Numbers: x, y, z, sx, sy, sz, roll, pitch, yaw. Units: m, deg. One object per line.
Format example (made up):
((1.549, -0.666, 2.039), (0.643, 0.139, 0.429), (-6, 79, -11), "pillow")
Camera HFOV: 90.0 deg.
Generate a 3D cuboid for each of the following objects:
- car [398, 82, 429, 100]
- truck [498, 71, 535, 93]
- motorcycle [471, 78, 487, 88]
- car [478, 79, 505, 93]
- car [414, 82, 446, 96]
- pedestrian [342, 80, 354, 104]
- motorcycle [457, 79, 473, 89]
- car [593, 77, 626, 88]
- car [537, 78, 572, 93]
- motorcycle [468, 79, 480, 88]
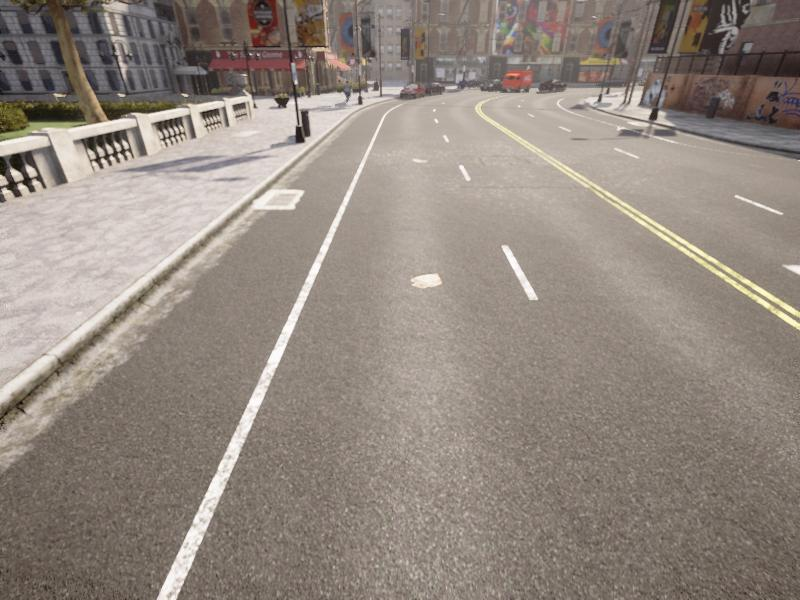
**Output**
((1.496, -23.143, 44.199), (2.002, 1.452, 4.674), (11, 32, 18), "car")
((15.625, -29.268, 53.678), (2.627, 2.467, 5.204), (21, 36, 31), "truck")
((12.261, -33.618, 62.040), (2.356, 1.277, 0.764), (5, 31, 9), "motorcycle")
((12.754, -29.826, 55.707), (1.970, 1.475, 3.806), (21, 36, 31), "car")
((3.735, -25.739, 48.792), (1.895, 1.301, 4.718), (16, 34, 26), "car")
((-4.561, -18.230, 35.036), (0.751, 1.860, 0.751), (5, 31, 9), "pedestrian")
((9.781, -32.708, 60.479), (2.209, 1.251, 0.867), (5, 31, 9), "motorcycle")
((35.670, -37.063, 68.036), (4.514, 1.525, 2.007), (-7, 31, -13), "car")
((21.052, -29.270, 54.508), (5.238, 1.638, 1.930), (-25, 38, -35), "car")
((11.319, -33.114, 61.233), (1.805, 1.236, 0.856), (5, 31, 9), "motorcycle")
